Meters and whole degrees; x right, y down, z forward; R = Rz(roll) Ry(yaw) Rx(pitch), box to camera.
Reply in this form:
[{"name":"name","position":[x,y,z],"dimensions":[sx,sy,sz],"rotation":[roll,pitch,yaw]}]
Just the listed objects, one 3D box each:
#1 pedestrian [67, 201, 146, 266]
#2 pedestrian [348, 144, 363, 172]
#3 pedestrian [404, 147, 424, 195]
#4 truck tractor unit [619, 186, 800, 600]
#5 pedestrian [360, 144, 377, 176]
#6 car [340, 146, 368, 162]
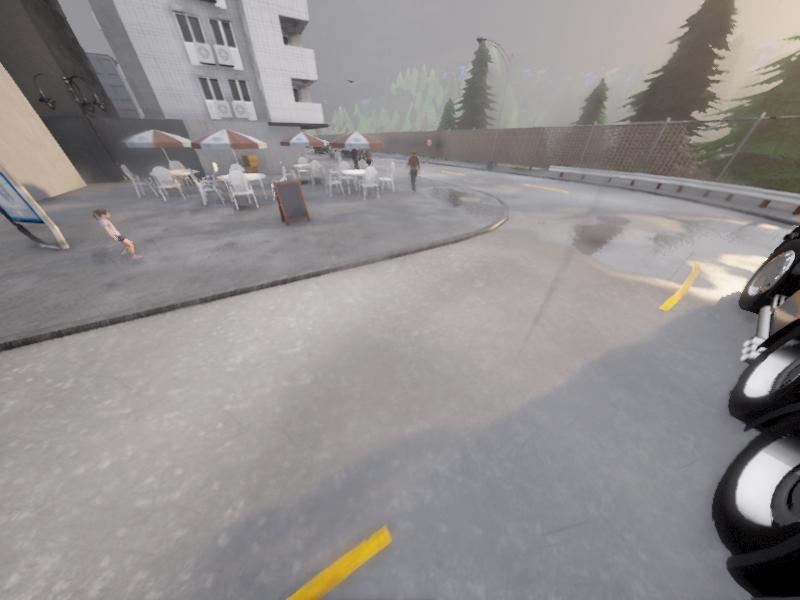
[{"name":"pedestrian","position":[-5.889,-1.338,4.687],"dimensions":[0.500,1.100,0.500],"rotation":[22,40,28]},{"name":"pedestrian","position":[-3.469,-11.118,18.095],"dimensions":[0.751,1.860,0.751],"rotation":[-24,42,-31]},{"name":"pedestrian","position":[0.634,-6.017,10.800],"dimensions":[0.751,1.860,0.751],"rotation":[-4,35,-6]},{"name":"truck tractor unit","position":[4.967,-0.425,0.950],"dimensions":[6.516,4.208,3.053],"rotation":[-24,42,-30]},{"name":"pedestrian","position":[-2.200,-9.826,16.249],"dimensions":[0.751,1.860,0.751],"rotation":[-24,41,-30]},{"name":"car","position":[-6.019,-18.953,29.835],"dimensions":[1.882,1.535,5.008],"rotation":[-18,38,-24]}]
